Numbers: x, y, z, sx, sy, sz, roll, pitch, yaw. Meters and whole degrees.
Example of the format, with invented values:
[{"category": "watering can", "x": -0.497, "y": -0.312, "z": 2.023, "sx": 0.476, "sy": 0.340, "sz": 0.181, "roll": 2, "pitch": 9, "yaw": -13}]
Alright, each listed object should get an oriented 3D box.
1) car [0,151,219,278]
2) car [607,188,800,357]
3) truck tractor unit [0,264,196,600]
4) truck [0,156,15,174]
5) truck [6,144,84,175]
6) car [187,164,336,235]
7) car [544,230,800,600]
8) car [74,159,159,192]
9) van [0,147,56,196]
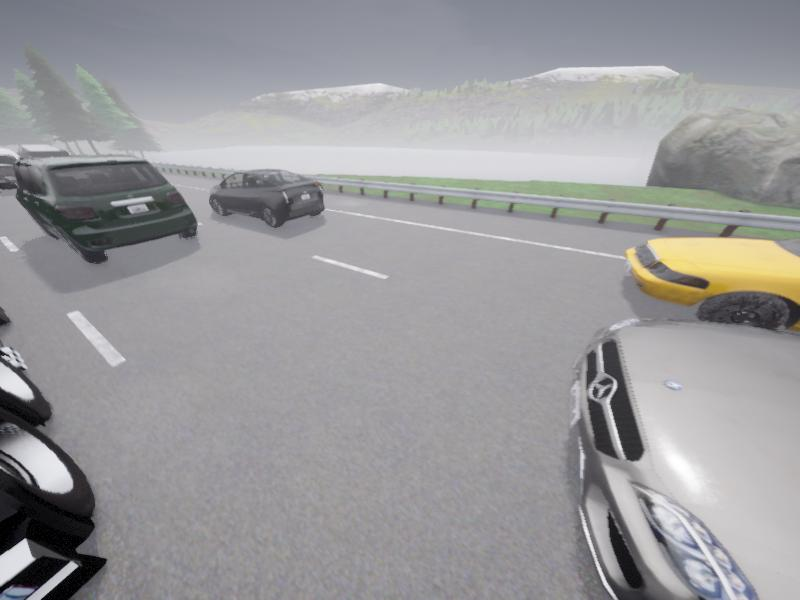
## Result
[{"category": "car", "x": -7.856, "y": -2.607, "z": 6.044, "sx": 5.566, "sy": 2.045, "sz": 2.150, "roll": 18, "pitch": 39, "yaw": 24}, {"category": "car", "x": 6.295, "y": -0.118, "z": 2.734, "sx": 5.366, "sy": 1.575, "sz": 1.801, "roll": 18, "pitch": 39, "yaw": 25}, {"category": "truck tractor unit", "x": -5.111, "y": -0.299, "z": 0.791, "sx": 6.516, "sy": 4.208, "sz": 3.053, "roll": 18, "pitch": 39, "yaw": 24}, {"category": "truck", "x": -36.390, "y": -12.074, "z": 19.544, "sx": 5.204, "sy": 2.467, "sz": 2.627, "roll": 18, "pitch": 39, "yaw": 25}, {"category": "truck", "x": -32.318, "y": -12.899, "z": 21.034, "sx": 6.274, "sy": 2.098, "sz": 2.390, "roll": 18, "pitch": 39, "yaw": 24}, {"category": "car", "x": -4.739, "y": -3.686, "z": 8.021, "sx": 4.514, "sy": 1.525, "sz": 2.007, "roll": 18, "pitch": 39, "yaw": 24}, {"category": "car", "x": 3.604, "y": 1.297, "z": 0.688, "sx": 5.027, "sy": 1.651, "sz": 2.152, "roll": 18, "pitch": 39, "yaw": 25}, {"category": "car", "x": -17.305, "y": -7.684, "z": 14.092, "sx": 4.718, "sy": 1.301, "sz": 1.895, "roll": 18, "pitch": 39, "yaw": 24}, {"category": "van", "x": -22.466, "y": -7.359, "z": 13.026, "sx": 4.480, "sy": 2.038, "sz": 2.069, "roll": 18, "pitch": 39, "yaw": 24}]
